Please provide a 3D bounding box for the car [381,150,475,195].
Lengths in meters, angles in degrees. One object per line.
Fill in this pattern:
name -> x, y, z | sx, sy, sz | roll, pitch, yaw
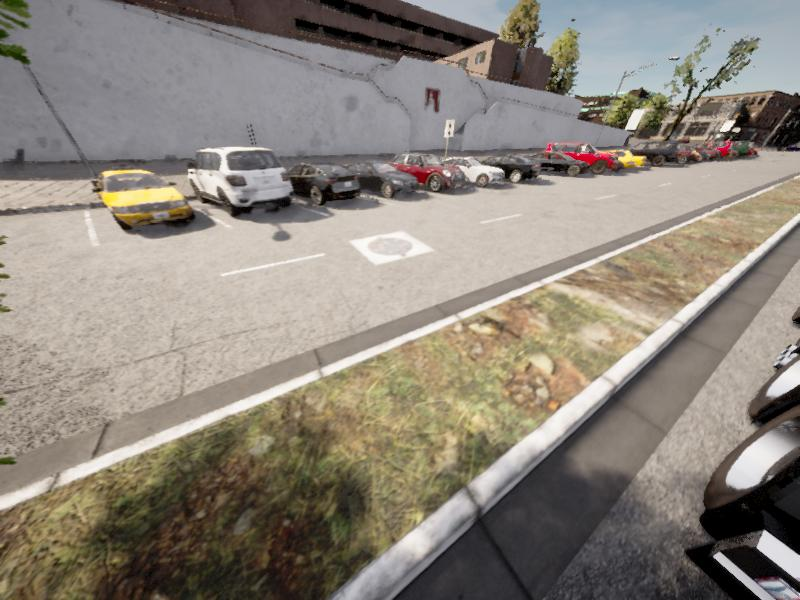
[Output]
car -> 1.375, -7.230, 12.821 | 4.553, 1.767, 2.185 | 25, 42, 32

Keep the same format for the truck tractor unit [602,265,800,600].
truck tractor unit -> 5.107, -0.306, 0.779 | 6.516, 4.208, 3.053 | -18, 39, -24

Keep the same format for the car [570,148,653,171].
car -> 19.474, -13.192, 21.526 | 5.366, 1.575, 1.946 | 25, 42, 32

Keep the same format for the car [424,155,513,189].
car -> 4.001, -7.939, 14.122 | 4.674, 1.452, 2.002 | 25, 42, 32

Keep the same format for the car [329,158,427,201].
car -> -1.203, -6.227, 11.675 | 4.674, 1.452, 2.002 | 25, 41, 32

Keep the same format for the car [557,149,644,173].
car -> 17.161, -12.206, 20.107 | 5.366, 1.575, 1.946 | 25, 42, 32

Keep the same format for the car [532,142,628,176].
car -> 14.438, -11.611, 18.831 | 5.566, 2.045, 2.435 | 25, 42, 32

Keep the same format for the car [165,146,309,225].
car -> -6.439, -4.780, 9.056 | 5.566, 2.045, 2.435 | 25, 42, 32

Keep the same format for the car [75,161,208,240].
car -> -8.880, -3.657, 7.850 | 5.366, 1.575, 1.946 | 25, 41, 32

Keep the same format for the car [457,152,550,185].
car -> 6.608, -8.826, 15.315 | 5.008, 1.535, 2.097 | 25, 42, 32

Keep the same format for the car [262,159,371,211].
car -> -3.838, -5.394, 10.445 | 4.792, 1.488, 2.163 | 25, 42, 32

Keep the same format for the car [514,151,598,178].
car -> 11.836, -10.519, 17.765 | 4.792, 1.488, 2.163 | 25, 42, 32
